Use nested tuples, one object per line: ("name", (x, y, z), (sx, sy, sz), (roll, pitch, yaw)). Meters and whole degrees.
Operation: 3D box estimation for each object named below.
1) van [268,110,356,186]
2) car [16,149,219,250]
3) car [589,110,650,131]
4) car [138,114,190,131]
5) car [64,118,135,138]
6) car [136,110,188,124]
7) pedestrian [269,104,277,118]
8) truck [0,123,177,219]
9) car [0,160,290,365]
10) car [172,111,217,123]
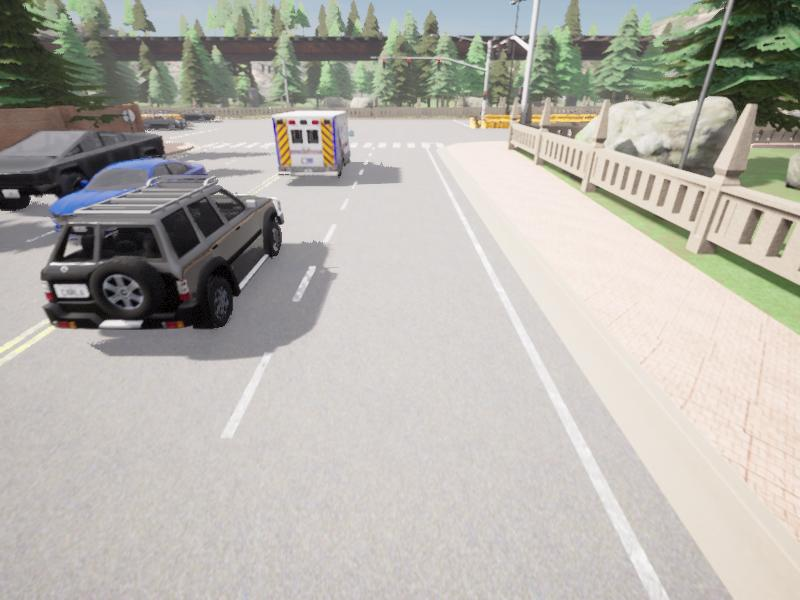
("van", (-3.486, -6.850, 17.470), (2.351, 2.431, 6.366), (0, 27, 0))
("car", (-6.987, -2.963, 10.823), (1.882, 1.535, 5.008), (0, 28, 0))
("car", (21.587, -17.767, 39.590), (4.553, 1.767, 2.097), (0, 27, 0))
("car", (-23.422, -17.715, 39.844), (3.806, 1.475, 1.970), (0, 27, 0))
("car", (-25.168, -14.493, 33.640), (4.181, 1.385, 1.994), (0, 27, 0))
("car", (-29.184, -22.508, 49.215), (4.902, 1.511, 2.128), (0, 27, 0))
("pedestrian", (-19.015, -28.277, 59.761), (0.751, 1.860, 0.751), (0, 27, 0))
("truck", (-10.488, -4.592, 13.403), (2.390, 2.098, 6.274), (0, 27, 0))
("car", (-3.488, -1.050, 6.692), (1.932, 1.855, 4.605), (0, 27, 0))
("car", (-26.907, -23.997, 52.374), (4.718, 1.301, 1.895), (0, 27, 0))
